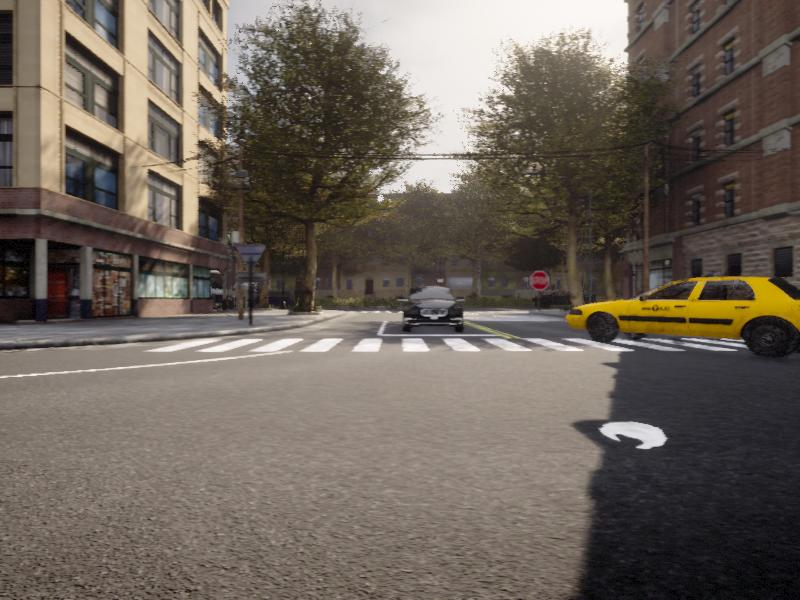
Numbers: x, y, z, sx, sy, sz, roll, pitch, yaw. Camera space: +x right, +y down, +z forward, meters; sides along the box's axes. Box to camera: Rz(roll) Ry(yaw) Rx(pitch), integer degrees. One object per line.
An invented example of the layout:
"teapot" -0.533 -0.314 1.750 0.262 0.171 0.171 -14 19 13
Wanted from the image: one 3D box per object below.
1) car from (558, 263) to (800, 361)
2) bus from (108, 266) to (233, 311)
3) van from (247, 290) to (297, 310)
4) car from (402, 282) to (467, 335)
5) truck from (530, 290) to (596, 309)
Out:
"car" 6.218 0.200 8.352 1.801 1.575 5.366 0 0 -34
"bus" -22.815 -1.123 40.285 10.273 4.253 3.944 0 0 0
"van" -12.819 0.004 40.194 4.442 1.987 1.775 0 0 0
"car" 1.018 0.244 13.748 1.837 1.490 4.892 0 0 1
"truck" 17.724 -0.065 43.699 6.274 2.098 2.390 0 0 0
